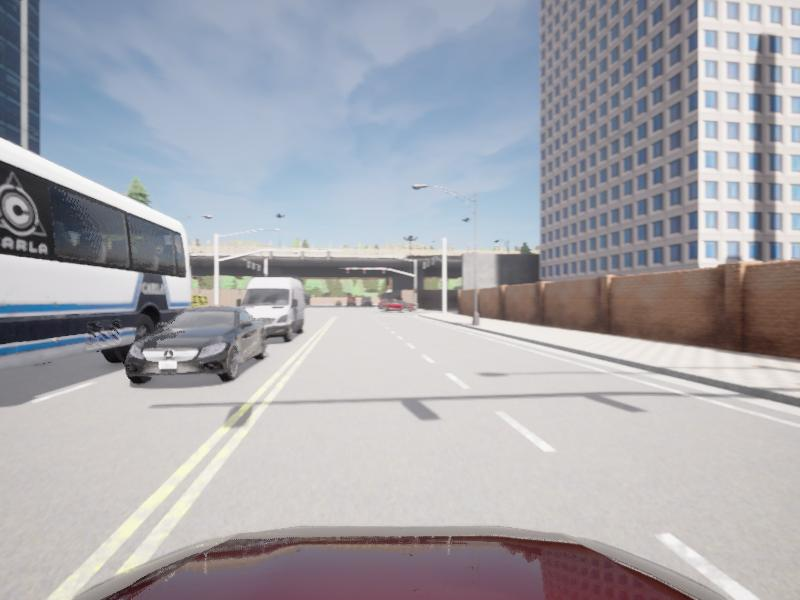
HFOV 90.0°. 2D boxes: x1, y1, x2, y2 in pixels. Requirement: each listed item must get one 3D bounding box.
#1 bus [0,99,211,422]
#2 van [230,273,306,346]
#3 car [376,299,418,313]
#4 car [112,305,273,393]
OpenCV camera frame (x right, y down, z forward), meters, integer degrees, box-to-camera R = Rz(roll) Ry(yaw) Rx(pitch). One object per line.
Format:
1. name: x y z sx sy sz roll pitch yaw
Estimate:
1. bus: -7.579 -0.522 7.878 3.944 4.253 10.273 0 0 -7
2. van: -5.317 0.327 17.002 1.988 2.561 5.915 0 0 -7
3. car: -0.403 0.729 50.189 4.856 1.649 2.033 0 1 17
4. car: -4.345 0.875 9.307 1.812 1.442 4.674 0 0 -7
